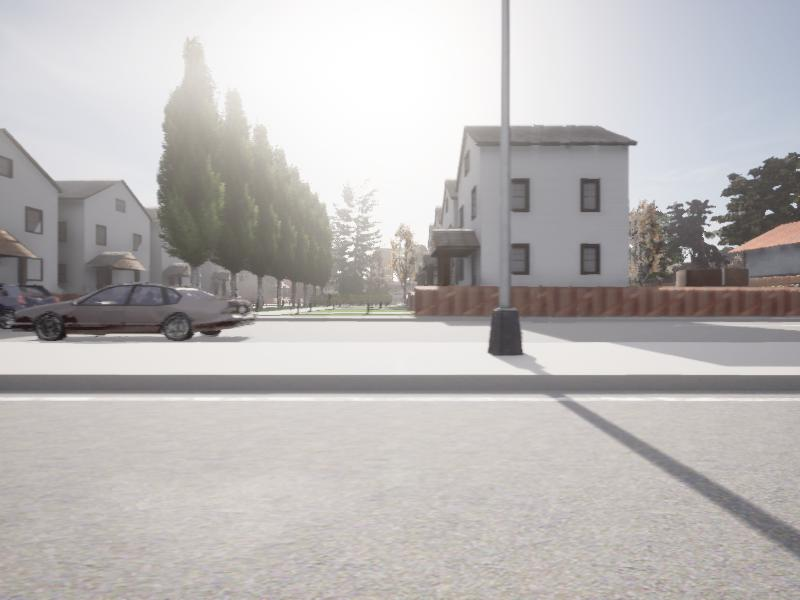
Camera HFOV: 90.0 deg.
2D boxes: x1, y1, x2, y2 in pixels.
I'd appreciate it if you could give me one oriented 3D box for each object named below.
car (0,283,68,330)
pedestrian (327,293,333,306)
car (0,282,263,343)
[{"bbox_3d":[-13.896,0.220,13.647,3.633,1.501,1.845,0,0,1],"label":"car"},{"bbox_3d":[-9.981,-0.105,56.920,0.751,1.860,0.751,0,0,0],"label":"pedestrian"},{"bbox_3d":[-6.530,0.292,10.209,5.357,1.411,2.033,0,0,0],"label":"car"}]
